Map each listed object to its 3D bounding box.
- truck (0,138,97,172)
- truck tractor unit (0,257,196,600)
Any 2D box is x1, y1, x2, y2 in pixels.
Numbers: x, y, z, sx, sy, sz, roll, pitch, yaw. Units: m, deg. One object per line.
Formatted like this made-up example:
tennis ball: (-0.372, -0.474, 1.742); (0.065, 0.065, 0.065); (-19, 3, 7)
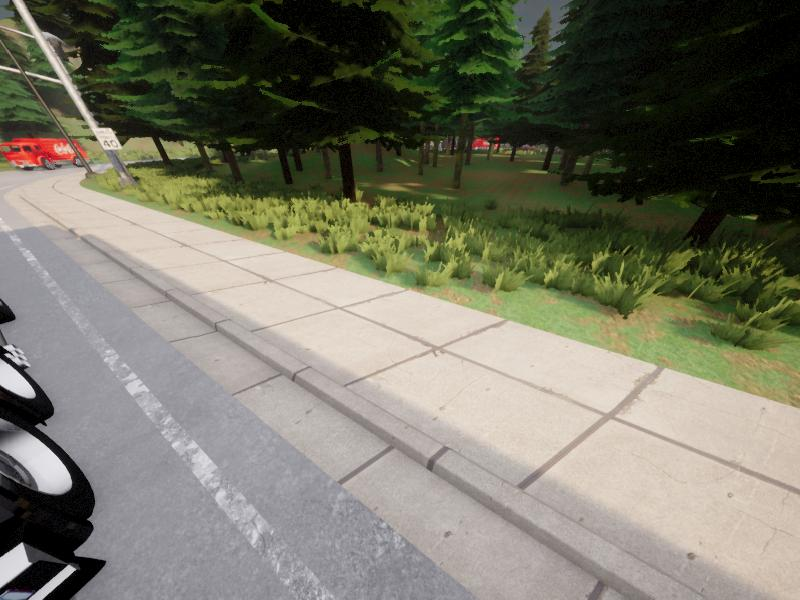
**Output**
truck: (-34.068, -14.046, 22.245); (2.627, 2.467, 5.204); (-5, 35, -6)
truck tractor unit: (-5.099, -0.312, 0.797); (6.516, 4.208, 3.053); (19, 39, 25)
